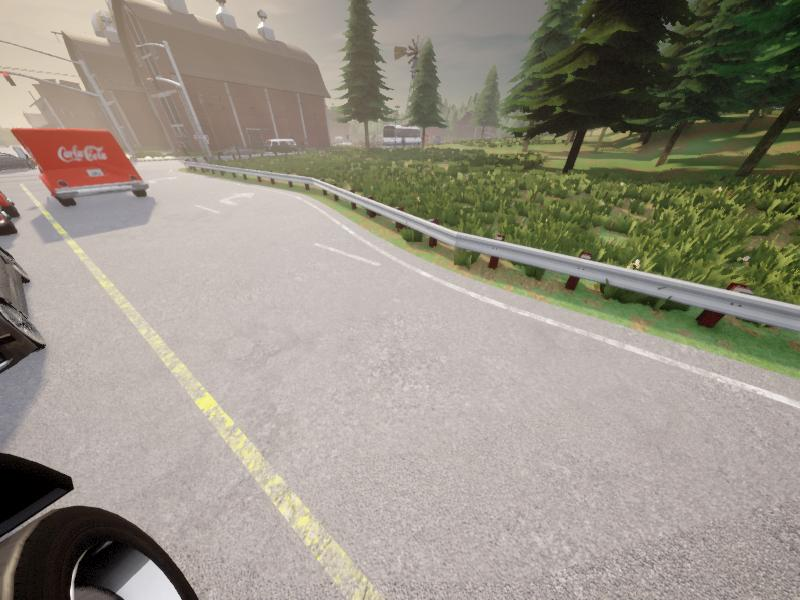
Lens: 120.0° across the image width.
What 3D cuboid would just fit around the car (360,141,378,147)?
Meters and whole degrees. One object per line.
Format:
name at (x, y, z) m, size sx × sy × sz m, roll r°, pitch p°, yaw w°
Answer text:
car at (-8.945, -44.681, 66.095) m, size 4.902 × 1.511 × 2.128 m, roll 21°, pitch 40°, yaw 27°

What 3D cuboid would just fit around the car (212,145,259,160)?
car at (-20.555, -18.655, 29.129) m, size 1.994 × 1.385 × 4.181 m, roll 22°, pitch 41°, yaw 28°

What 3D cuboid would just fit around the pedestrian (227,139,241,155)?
pedestrian at (-22.920, -21.142, 31.911) m, size 0.751 × 1.860 × 0.751 m, roll 23°, pitch 41°, yaw 28°

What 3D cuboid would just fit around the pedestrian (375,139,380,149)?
pedestrian at (-5.120, -35.533, 52.480) m, size 0.751 × 1.860 × 0.751 m, roll 26°, pitch 42°, yaw 31°

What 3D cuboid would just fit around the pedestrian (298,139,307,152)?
pedestrian at (-16.651, -26.380, 39.396) m, size 0.751 × 1.860 × 0.751 m, roll -24°, pitch 42°, yaw -31°

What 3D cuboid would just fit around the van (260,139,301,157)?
van at (-17.006, -21.833, 33.085) m, size 2.069 × 2.038 × 4.480 m, roll 22°, pitch 41°, yaw 28°

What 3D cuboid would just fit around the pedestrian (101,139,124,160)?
pedestrian at (-29.982, -15.727, 24.144) m, size 0.751 × 1.860 × 0.751 m, roll 29°, pitch 44°, yaw 34°

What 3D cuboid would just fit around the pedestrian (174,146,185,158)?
pedestrian at (-26.760, -17.958, 28.021) m, size 0.500 × 1.100 × 0.500 m, roll -28°, pitch 44°, yaw -34°

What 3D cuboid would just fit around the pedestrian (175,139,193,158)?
pedestrian at (-26.146, -18.392, 27.982) m, size 0.751 × 1.860 × 0.751 m, roll 22°, pitch 40°, yaw 27°

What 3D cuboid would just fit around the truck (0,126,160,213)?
truck at (-13.316, -5.594, 9.619) m, size 5.204 × 2.467 × 2.627 m, roll 21°, pitch 40°, yaw 27°

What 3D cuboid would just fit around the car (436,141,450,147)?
car at (12.557, -45.815, 67.827) m, size 1.837 × 1.490 × 4.892 m, roll 22°, pitch 41°, yaw 28°

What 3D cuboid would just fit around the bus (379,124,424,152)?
bus at (0.578, -33.738, 48.201) m, size 3.944 × 4.253 × 10.273 m, roll 22°, pitch 41°, yaw 28°

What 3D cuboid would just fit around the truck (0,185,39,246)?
truck at (-12.589, -2.885, 5.777) m, size 5.204 × 2.467 × 2.627 m, roll 22°, pitch 40°, yaw 27°

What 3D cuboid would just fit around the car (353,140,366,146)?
car at (-13.459, -52.057, 76.525) m, size 1.816 × 1.474 × 4.193 m, roll 22°, pitch 40°, yaw 27°

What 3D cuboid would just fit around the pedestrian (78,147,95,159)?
pedestrian at (-33.746, -15.816, 24.882) m, size 0.500 × 1.100 × 0.500 m, roll 1°, pitch 35°, yaw 1°

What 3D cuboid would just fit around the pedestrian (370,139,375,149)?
pedestrian at (-6.064, -34.634, 51.195) m, size 0.751 × 1.860 × 0.751 m, roll 24°, pitch 41°, yaw 30°

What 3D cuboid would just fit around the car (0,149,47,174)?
car at (-30.441, -10.414, 17.325) m, size 1.994 × 1.385 × 4.181 m, roll -6°, pitch 36°, yaw -9°

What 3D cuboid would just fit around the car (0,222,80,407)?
car at (-6.375, -0.093, 2.710) m, size 4.902 × 1.511 × 2.128 m, roll 22°, pitch 41°, yaw 28°

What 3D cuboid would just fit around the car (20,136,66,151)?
car at (-65.236, -28.688, 42.288) m, size 3.866 × 1.878 × 1.905 m, roll -6°, pitch 41°, yaw -6°

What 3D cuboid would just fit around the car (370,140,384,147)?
car at (-6.854, -46.335, 68.371) m, size 3.633 × 1.501 × 1.845 m, roll 21°, pitch 40°, yaw 27°
